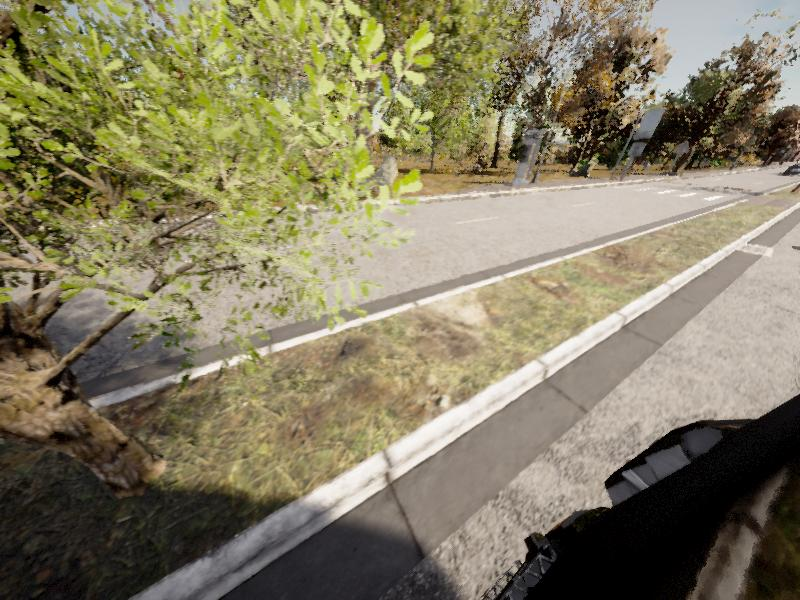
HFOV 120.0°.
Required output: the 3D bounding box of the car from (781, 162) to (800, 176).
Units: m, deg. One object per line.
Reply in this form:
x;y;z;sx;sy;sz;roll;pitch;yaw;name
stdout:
60.246;-19.712;34.768;4.856;1.649;2.033;-17;39;-25;car
